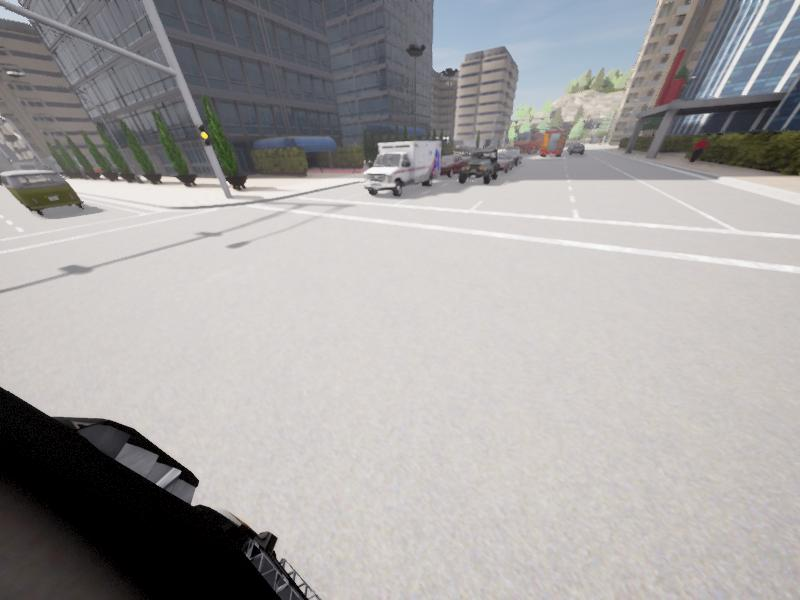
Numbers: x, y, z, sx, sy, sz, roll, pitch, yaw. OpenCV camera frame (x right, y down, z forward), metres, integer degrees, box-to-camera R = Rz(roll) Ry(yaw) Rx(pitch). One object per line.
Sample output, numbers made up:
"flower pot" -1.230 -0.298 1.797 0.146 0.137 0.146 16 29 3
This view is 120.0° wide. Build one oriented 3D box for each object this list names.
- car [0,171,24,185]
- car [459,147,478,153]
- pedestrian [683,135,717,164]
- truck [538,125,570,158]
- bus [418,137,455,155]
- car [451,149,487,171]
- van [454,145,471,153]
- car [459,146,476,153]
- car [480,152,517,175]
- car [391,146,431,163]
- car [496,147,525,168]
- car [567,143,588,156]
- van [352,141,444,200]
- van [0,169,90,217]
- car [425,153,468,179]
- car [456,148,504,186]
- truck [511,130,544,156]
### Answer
"car" -59.260 -18.087 34.321 2.007 1.525 4.514 -25 40 -29
"car" 20.248 -44.113 67.949 4.792 1.488 2.163 16 38 26
"pedestrian" 23.019 -11.564 17.788 0.751 1.860 0.751 18 39 28
"truck" 24.219 -24.849 36.356 2.891 3.827 8.468 16 38 26
"bus" 11.181 -47.929 71.868 10.273 4.253 3.944 17 38 26
"car" 7.277 -14.673 24.148 2.242 1.667 4.611 16 38 26
"van" 19.420 -46.789 71.603 4.442 1.987 1.775 16 38 26
"car" 22.322 -50.050 76.640 5.238 1.638 1.930 11 36 20
"car" 8.803 -12.156 20.499 1.994 1.385 4.181 17 38 27
"car" 1.910 -24.245 38.396 6.274 2.098 2.390 -19 37 -23
"car" 12.229 -15.738 25.423 1.930 1.638 5.238 15 38 25
"car" 28.533 -24.275 37.268 2.128 1.511 4.902 16 38 25
"van" 0.292 -7.972 13.827 2.351 2.431 6.366 16 38 25
"van" -19.641 -5.952 12.637 4.442 1.987 1.775 16 38 26
"car" 4.032 -11.350 19.477 1.882 1.535 5.008 16 38 26
"car" 5.390 -8.966 15.446 1.905 1.878 3.866 16 37 25
"truck" 24.965 -30.661 45.101 2.891 3.827 8.468 22 41 33
